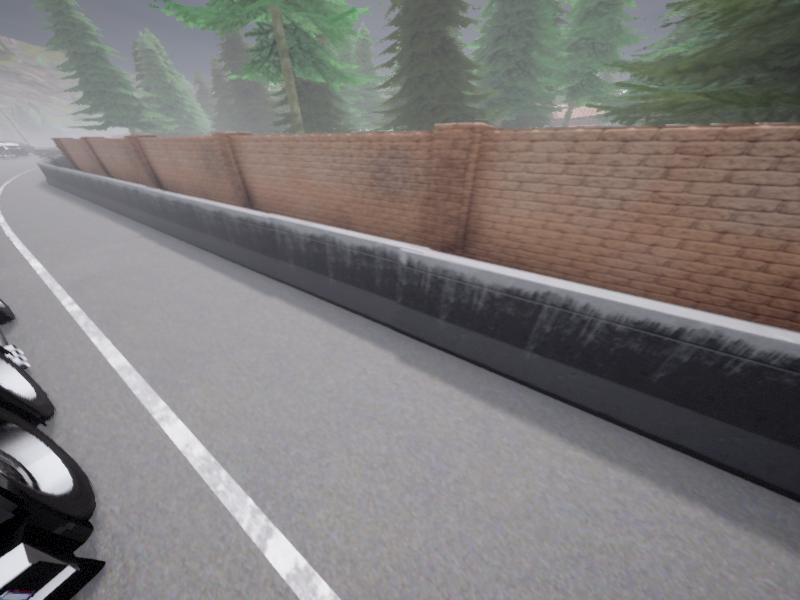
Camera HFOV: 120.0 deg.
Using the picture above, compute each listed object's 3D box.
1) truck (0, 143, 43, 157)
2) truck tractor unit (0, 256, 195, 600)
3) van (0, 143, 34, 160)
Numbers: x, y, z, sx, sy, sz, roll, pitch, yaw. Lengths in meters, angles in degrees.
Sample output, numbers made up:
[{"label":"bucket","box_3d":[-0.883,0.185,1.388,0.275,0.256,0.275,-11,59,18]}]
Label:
[{"label":"truck","box_3d":[-71.398,-28.109,43.154,2.390,2.098,6.274,-18,39,-24]},{"label":"truck tractor unit","box_3d":[-5.097,-0.315,0.800,6.516,4.208,3.053,19,39,25]},{"label":"van","box_3d":[-62.832,-24.013,37.255,2.069,2.038,4.480,-21,40,-27]}]
